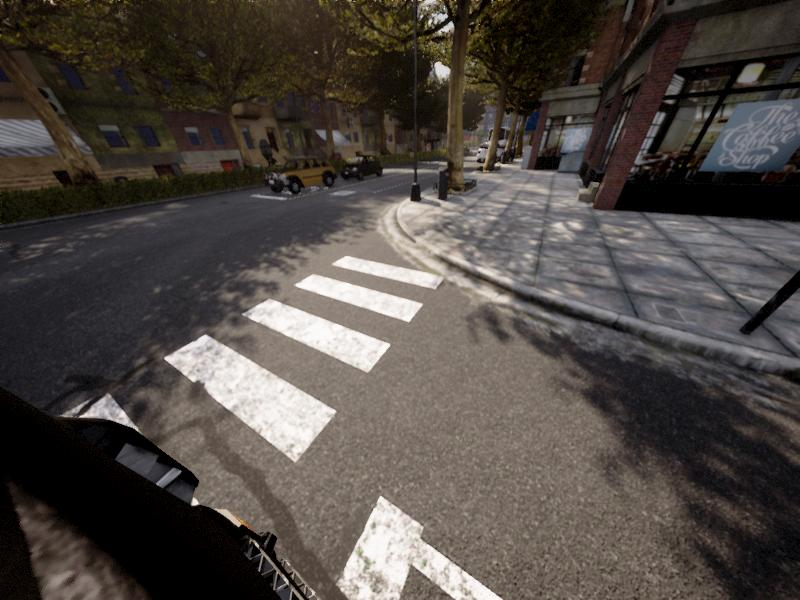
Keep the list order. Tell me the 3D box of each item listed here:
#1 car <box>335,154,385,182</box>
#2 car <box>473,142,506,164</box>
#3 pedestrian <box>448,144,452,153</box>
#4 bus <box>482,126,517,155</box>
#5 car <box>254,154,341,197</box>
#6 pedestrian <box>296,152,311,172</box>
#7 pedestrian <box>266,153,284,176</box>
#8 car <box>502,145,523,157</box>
[{"bbox_3d":[-3.170,-11.030,19.201,1.851,1.617,3.988,16,38,26],"label":"car"},{"bbox_3d":[11.285,-18.448,28.890,2.435,2.045,5.566,16,38,25],"label":"car"},{"bbox_3d":[12.929,-38.987,59.382,0.751,1.860,0.751,16,38,25],"label":"pedestrian"},{"bbox_3d":[19.971,-31.739,46.184,3.944,4.253,10.273,16,38,26],"label":"bus"},{"bbox_3d":[-6.208,-8.047,14.706,1.932,1.855,4.605,15,38,25],"label":"car"},{"bbox_3d":[-10.428,-14.953,25.050,0.751,1.860,0.751,6,35,13],"label":"pedestrian"},{"bbox_3d":[-12.347,-13.381,22.834,0.751,1.860,0.751,17,38,27],"label":"pedestrian"},{"bbox_3d":[18.990,-25.206,38.984,2.231,1.521,4.892,16,38,25],"label":"car"}]
